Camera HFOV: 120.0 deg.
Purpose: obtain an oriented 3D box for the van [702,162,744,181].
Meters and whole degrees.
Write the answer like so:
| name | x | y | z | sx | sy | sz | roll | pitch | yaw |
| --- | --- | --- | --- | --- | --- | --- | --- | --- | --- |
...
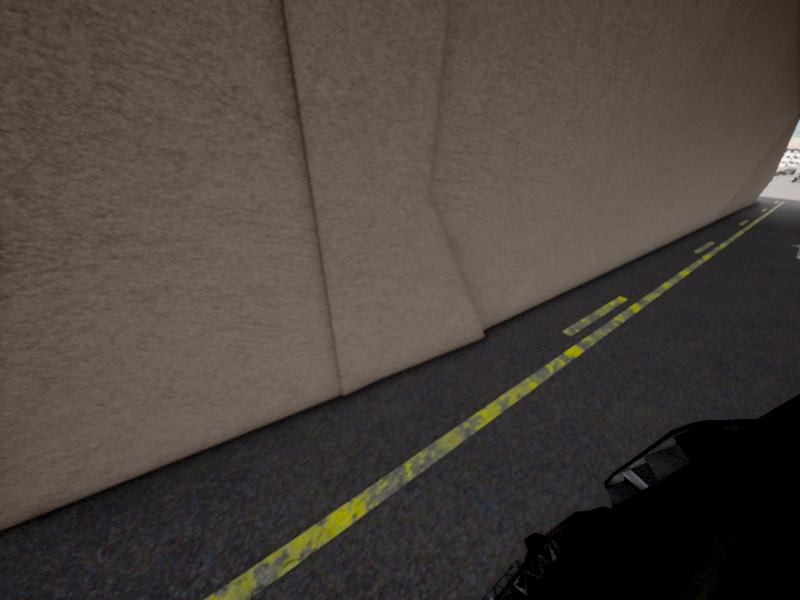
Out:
| name | x | y | z | sx | sy | sz | roll | pitch | yaw |
| --- | --- | --- | --- | --- | --- | --- | --- | --- | --- |
| van | 53.948 | -21.511 | 38.587 | 6.366 | 2.431 | 2.351 | -16 | 38 | -26 |

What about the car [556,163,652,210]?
| name | x | y | z | sx | sy | sz | roll | pitch | yaw |
| --- | --- | --- | --- | --- | --- | --- | --- | --- | --- |
| car | 11.013 | -6.187 | 12.499 | 4.605 | 1.855 | 1.932 | -16 | 38 | -28 |

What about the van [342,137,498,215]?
| name | x | y | z | sx | sy | sz | roll | pitch | yaw |
| --- | --- | --- | --- | --- | --- | --- | --- | --- | --- |
| van | 1.007 | -5.650 | 10.374 | 6.366 | 2.431 | 2.351 | -17 | 38 | -27 |
